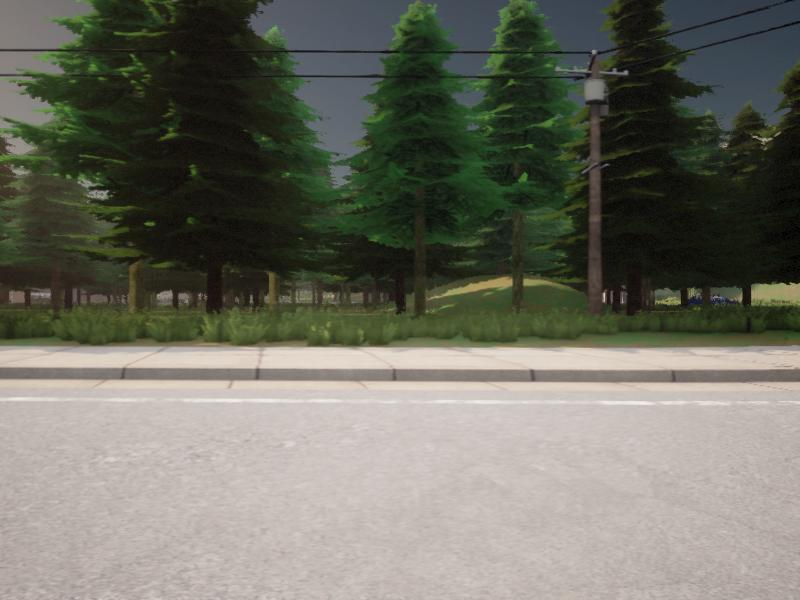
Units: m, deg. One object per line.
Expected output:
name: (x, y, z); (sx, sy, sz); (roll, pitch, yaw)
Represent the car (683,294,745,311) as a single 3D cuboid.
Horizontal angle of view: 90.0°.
car: (30.568, 0.246, 39.213); (1.882, 1.535, 5.008); (0, 0, -5)
